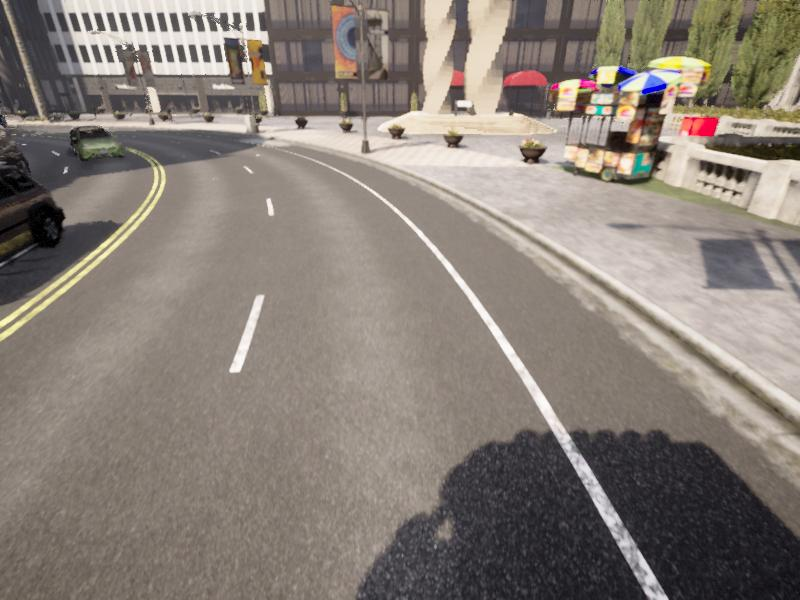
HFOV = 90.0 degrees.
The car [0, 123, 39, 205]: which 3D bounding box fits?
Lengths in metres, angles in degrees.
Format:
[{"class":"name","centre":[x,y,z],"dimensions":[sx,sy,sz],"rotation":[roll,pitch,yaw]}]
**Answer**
[{"class":"car","centre":[-14.352,-4.576,13.228],"dimensions":[2.150,2.045,5.566],"rotation":[-14,30,-25]}]

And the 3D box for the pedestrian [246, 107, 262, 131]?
[{"class":"pedestrian","centre":[-12.532,-15.578,34.456],"dimensions":[0.751,1.860,0.751],"rotation":[23,35,37]}]

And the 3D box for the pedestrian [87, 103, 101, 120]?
[{"class":"pedestrian","centre":[-36.896,-22.706,48.234],"dimensions":[0.751,1.860,0.751],"rotation":[20,33,34]}]

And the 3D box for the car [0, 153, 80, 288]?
[{"class":"car","centre":[-8.128,-1.316,7.090],"dimensions":[1.932,1.855,4.605],"rotation":[-6,28,-13]}]

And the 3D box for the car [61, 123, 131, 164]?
[{"class":"car","centre":[-16.123,-8.349,21.128],"dimensions":[2.007,1.525,4.514],"rotation":[-22,35,-37]}]

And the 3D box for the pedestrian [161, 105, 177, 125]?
[{"class":"pedestrian","centre":[-23.765,-19.075,41.216],"dimensions":[0.751,1.860,0.751],"rotation":[18,32,31]}]

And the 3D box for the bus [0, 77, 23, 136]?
[{"class":"bus","centre":[-37.065,-15.331,31.653],"dimensions":[10.273,4.253,3.944],"rotation":[4,27,8]}]

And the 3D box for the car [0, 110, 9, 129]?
[{"class":"car","centre":[-40.920,-17.488,38.725],"dimensions":[3.988,1.617,1.851],"rotation":[3,27,6]}]
